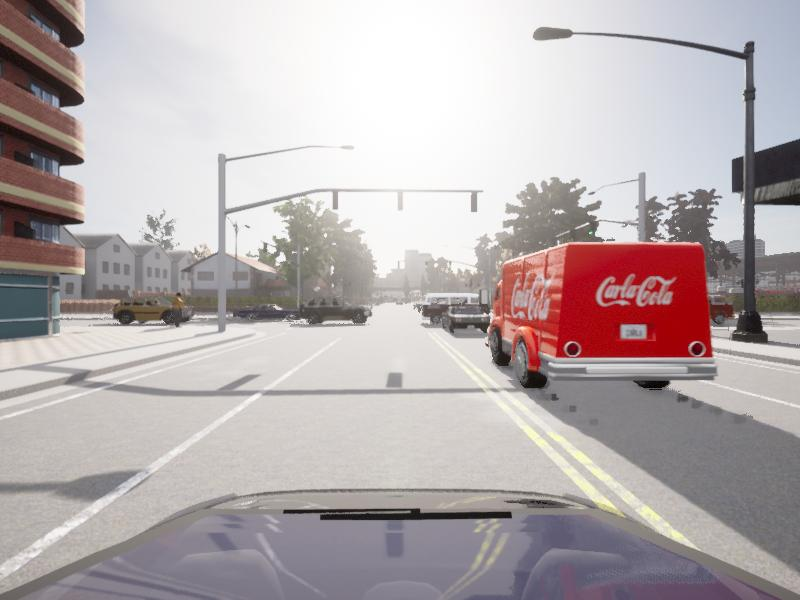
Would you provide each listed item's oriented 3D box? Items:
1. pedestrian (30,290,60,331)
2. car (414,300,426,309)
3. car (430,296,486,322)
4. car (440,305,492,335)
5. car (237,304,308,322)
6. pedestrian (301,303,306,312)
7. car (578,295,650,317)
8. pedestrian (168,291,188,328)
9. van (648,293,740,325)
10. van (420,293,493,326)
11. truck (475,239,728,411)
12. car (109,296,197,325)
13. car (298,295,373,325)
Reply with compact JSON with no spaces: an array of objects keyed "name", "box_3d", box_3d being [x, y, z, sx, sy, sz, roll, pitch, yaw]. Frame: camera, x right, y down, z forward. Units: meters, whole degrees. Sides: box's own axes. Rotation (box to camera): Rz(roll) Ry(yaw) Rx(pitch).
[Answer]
[{"name":"pedestrian","box_3d":[-16.359,0.472,18.442,0.751,1.860,0.751,0,0,-2]},{"name":"car","box_3d":[3.543,0.781,71.453,1.930,1.638,5.238,0,0,0]},{"name":"car","box_3d":[4.244,0.650,29.782,3.866,1.878,1.905,0,0,0]},{"name":"car","box_3d":[3.255,0.947,20.647,1.895,1.301,4.718,0,0,0]},{"name":"car","box_3d":[-9.420,0.948,29.841,4.718,1.301,1.895,0,0,0]},{"name":"pedestrian","box_3d":[-11.500,0.881,47.671,0.500,1.100,0.500,0,0,-3]},{"name":"car","box_3d":[20.090,0.573,37.719,5.566,2.045,2.150,0,0,0]},{"name":"pedestrian","box_3d":[-11.426,0.488,20.580,0.751,1.860,0.751,0,0,44]},{"name":"van","box_3d":[19.125,0.575,26.208,4.480,2.038,2.069,0,0,0]},{"name":"van","box_3d":[3.644,0.578,26.286,4.480,2.038,2.069,0,0,0]},{"name":"truck","box_3d":[3.391,0.358,8.362,2.627,2.467,5.204,0,0,-1]},{"name":"car","box_3d":[-16.166,0.657,26.366,4.605,1.855,1.932,0,0,0]},{"name":"car","box_3d":[-4.161,0.659,26.318,4.605,1.855,1.932,-1,0,0]}]
